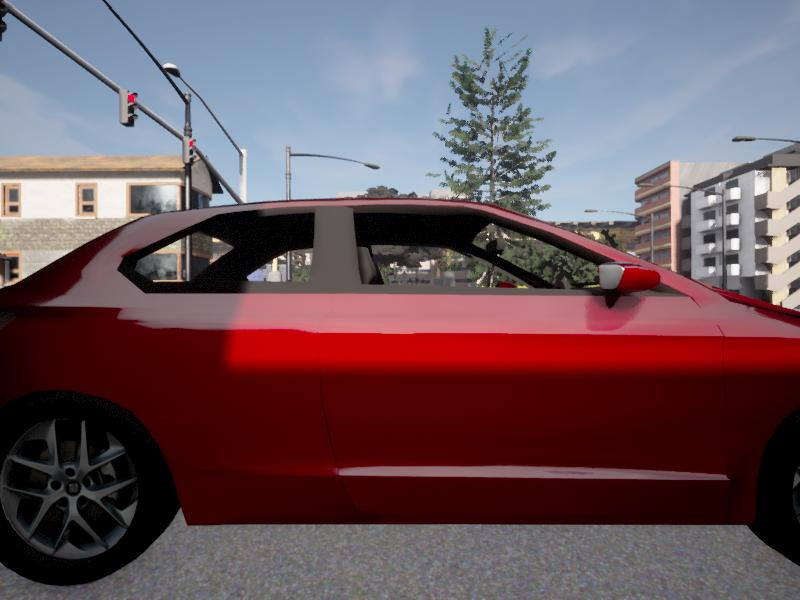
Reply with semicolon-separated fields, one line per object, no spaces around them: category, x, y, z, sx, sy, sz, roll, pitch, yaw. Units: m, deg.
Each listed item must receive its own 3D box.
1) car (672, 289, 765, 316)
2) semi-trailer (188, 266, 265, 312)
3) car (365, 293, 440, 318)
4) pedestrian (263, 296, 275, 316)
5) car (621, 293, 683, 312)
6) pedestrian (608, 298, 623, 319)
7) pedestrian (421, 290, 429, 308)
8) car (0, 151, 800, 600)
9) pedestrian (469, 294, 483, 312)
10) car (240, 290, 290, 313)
car;20.807;0.147;26.503;2.152;1.651;5.027;0;0;1
semi-trailer;-19.637;-1.055;44.305;14.254;4.402;2.717;-1;0;45
car;0.051;0.333;24.638;1.812;1.442;4.674;0;-1;-44
pedestrian;-7.126;0.314;21.778;0.500;1.100;0.500;0;0;-33
car;20.871;0.221;33.437;2.163;1.488;4.792;0;0;0
pedestrian;11.509;0.424;21.362;0.500;1.100;0.500;0;0;-8
pedestrian;2.533;-0.110;40.430;0.751;1.860;0.751;0;0;8
car;0.276;0.255;2.204;4.193;1.474;1.816;0;0;0
pedestrian;5.741;0.207;30.135;0.751;1.300;0.751;0;0;36
car;-12.668;0.111;37.379;5.566;2.045;2.150;1;1;45
